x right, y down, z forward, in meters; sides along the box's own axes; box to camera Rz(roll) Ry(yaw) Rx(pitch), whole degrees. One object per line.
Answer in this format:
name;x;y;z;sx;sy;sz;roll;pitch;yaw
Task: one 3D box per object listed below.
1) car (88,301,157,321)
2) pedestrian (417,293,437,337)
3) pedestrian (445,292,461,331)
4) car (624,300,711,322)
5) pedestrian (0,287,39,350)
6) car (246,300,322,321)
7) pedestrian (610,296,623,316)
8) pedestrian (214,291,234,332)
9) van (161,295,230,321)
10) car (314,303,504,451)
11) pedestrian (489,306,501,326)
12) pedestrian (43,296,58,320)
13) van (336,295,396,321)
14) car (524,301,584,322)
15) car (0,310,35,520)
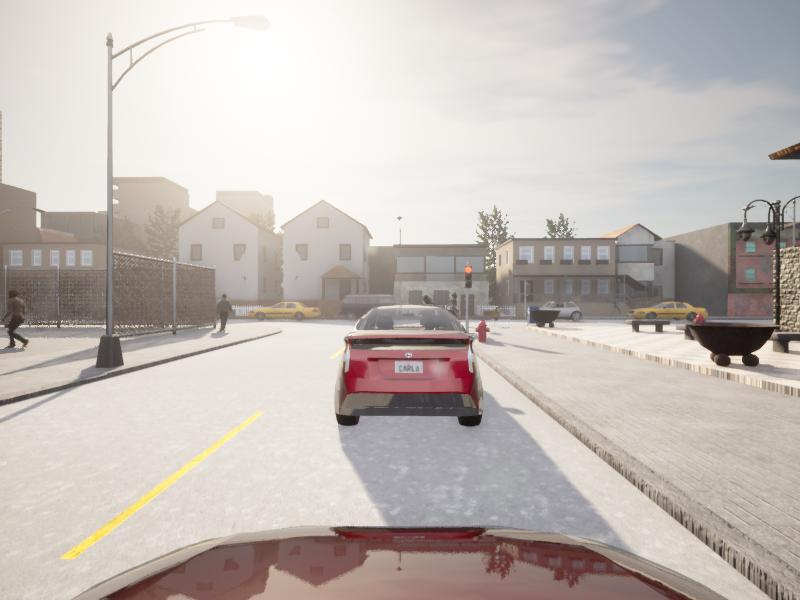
car;-21.474;0.854;31.059;4.193;1.474;1.816;0;0;1
pedestrian;1.179;0.638;17.295;0.751;1.860;0.751;0;0;13
pedestrian;2.555;0.532;19.157;0.751;1.860;0.751;0;0;10
car;20.071;0.801;30.172;5.366;1.575;1.801;0;0;1
pedestrian;-11.596;0.536;12.103;0.751;1.860;0.751;0;0;-14
car;-8.855;0.801;30.810;5.366;1.575;1.801;0;0;1
pedestrian;19.520;0.533;36.005;0.751;1.860;0.751;0;0;-1
pedestrian;-8.225;0.534;18.689;0.751;1.860;0.751;0;0;-15
van;-15.702;0.598;30.885;4.442;1.987;1.775;0;0;2
car;0.137;0.828;6.489;2.007;1.525;4.514;0;0;1
pedestrian;5.303;0.905;22.336;0.500;1.100;0.500;0;0;-43
pedestrian;-27.890;0.637;31.936;0.751;1.860;0.751;0;0;36
van;-2.526;0.598;30.669;4.442;1.987;1.775;0;0;1
car;11.638;0.853;30.357;3.806;1.475;1.970;0;0;1
car;-4.006;0.836;0.742;2.128;1.511;4.902;0;0;1
